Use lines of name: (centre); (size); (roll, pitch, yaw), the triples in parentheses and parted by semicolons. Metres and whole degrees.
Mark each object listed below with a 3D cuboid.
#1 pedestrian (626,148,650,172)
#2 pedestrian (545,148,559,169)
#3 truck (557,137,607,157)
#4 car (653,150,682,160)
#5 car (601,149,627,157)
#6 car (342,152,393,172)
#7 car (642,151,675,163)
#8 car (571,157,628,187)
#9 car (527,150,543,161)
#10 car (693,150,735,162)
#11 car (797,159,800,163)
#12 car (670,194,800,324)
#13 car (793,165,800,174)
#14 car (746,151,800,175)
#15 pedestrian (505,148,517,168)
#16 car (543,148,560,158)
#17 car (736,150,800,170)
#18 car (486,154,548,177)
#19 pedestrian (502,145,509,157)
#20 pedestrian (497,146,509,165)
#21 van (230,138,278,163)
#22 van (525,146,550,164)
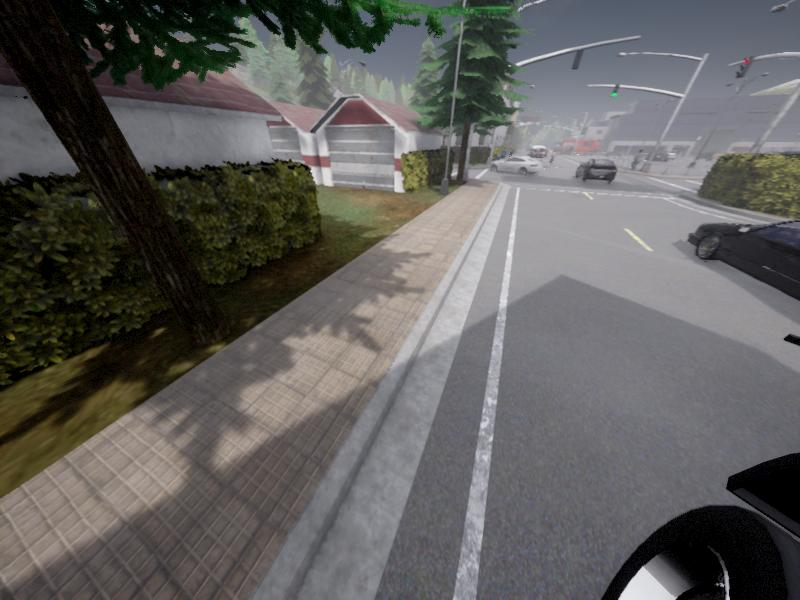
pedestrian: (22.656, -13.314, 21.996); (0.751, 1.860, 0.751); (-22, 40, -29)
pedestrian: (16.982, -15.782, 25.764); (0.751, 1.860, 0.751); (19, 38, 24)
truck: (44.722, -37.868, 57.183); (8.468, 3.827, 2.891); (14, 37, 19)
car: (49.502, -26.942, 42.903); (1.970, 1.475, 3.806); (14, 37, 19)
car: (53.575, -36.771, 57.825); (4.193, 1.474, 1.816); (14, 37, 19)
car: (-3.465, -14.811, 24.649); (5.008, 1.535, 1.882); (14, 37, 19)
car: (43.301, -24.137, 38.805); (2.007, 1.523, 4.514); (14, 37, 19)
car: (15.285, -10.160, 18.071); (2.128, 1.511, 4.902); (15, 37, 19)
car: (22.838, -24.586, 39.229); (1.994, 1.385, 4.181); (14, 37, 19)
car: (55.503, -25.660, 40.994); (2.152, 1.636, 5.027); (14, 37, 19)
car: (67.205, -22.708, 36.746); (1.905, 1.878, 3.866); (14, 37, 19)
car: (7.756, -0.603, 3.935); (2.033, 1.411, 5.357); (15, 35, 19)
car: (42.207, -12.960, 22.542); (1.970, 1.475, 3.806); (14, 37, 19)
car: (39.417, -14.292, 23.937); (1.905, 1.878, 3.866); (14, 37, 19)
pedestrian: (12.613, -16.144, 26.217); (0.751, 1.860, 0.751); (10, 35, 14)
car: (31.469, -30.675, 48.068); (2.152, 1.651, 5.027); (15, 37, 19)
car: (45.604, -17.534, 28.828); (1.932, 1.855, 4.605); (14, 37, 19)
car: (10.800, -12.674, 21.671); (1.812, 1.442, 4.674); (-26, 43, -32)
pedestrian: (20.101, -28.453, 44.093); (0.751, 1.860, 0.751); (15, 37, 20)
pedestrian: (12.372, -17.400, 27.780); (0.751, 1.860, 0.751); (17, 38, 23)
van: (-20.905, -21.368, 33.108); (6.366, 2.431, 2.351); (15, 24, 20)
van: (19.861, -21.158, 33.565); (2.069, 2.038, 4.480); (12, 36, 16)
